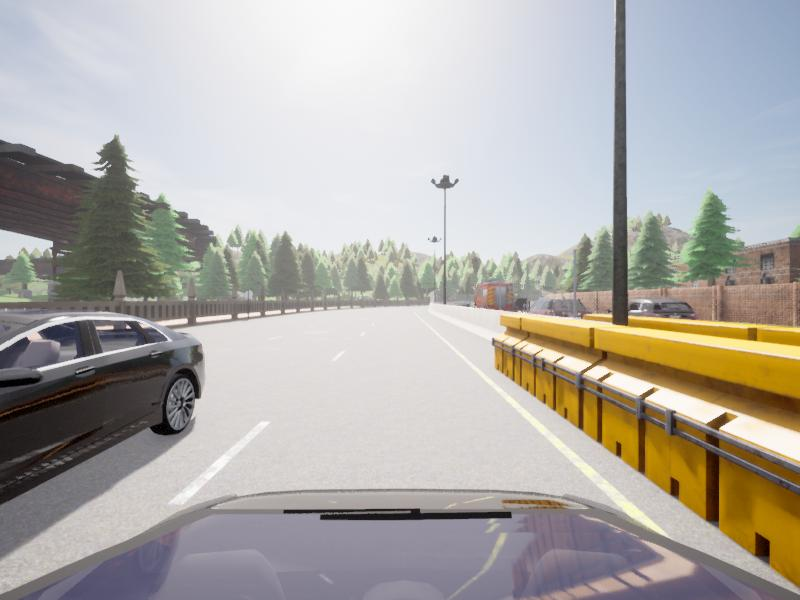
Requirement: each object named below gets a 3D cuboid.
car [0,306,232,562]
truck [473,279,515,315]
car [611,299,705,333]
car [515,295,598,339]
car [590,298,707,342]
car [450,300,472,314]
[{"bbox_3d":[-3.500,0.837,3.363,2.128,1.511,4.902,0,0,0],"label":"car"},{"bbox_3d":[10.566,-0.312,45.910,2.891,3.827,8.468,0,0,1],"label":"truck"},{"bbox_3d":[14.001,0.782,22.130,2.033,1.649,4.856,0,0,0],"label":"car"},{"bbox_3d":[7.002,0.698,18.497,2.097,1.767,4.553,0,0,0],"label":"car"},{"bbox_3d":[10.499,0.760,17.432,2.242,1.667,4.611,0,0,0],"label":"car"},{"bbox_3d":[7.091,0.832,47.033,1.882,1.535,5.008,0,0,1],"label":"car"}]
